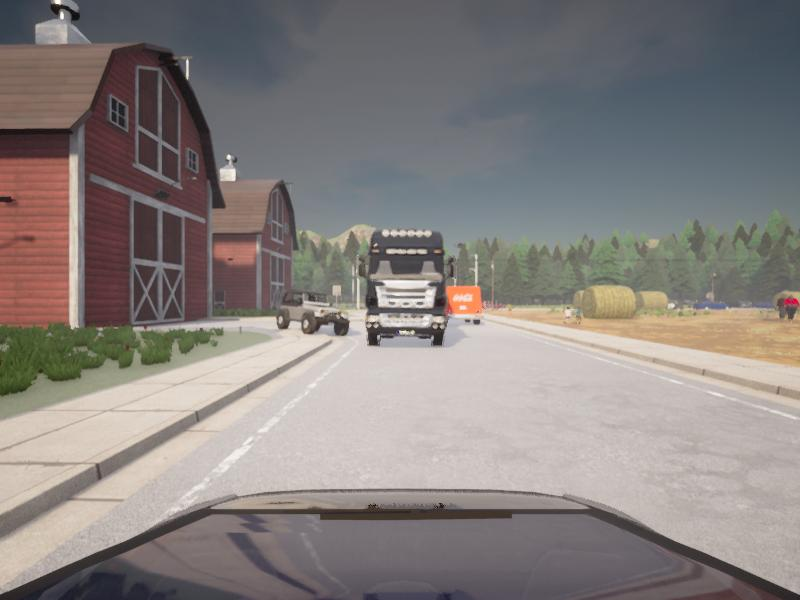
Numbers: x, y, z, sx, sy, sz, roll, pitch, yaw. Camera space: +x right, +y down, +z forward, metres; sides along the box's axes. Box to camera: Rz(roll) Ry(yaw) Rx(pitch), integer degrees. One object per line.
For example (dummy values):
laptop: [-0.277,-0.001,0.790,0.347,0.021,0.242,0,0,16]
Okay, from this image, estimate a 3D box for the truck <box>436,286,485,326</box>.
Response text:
truck: [3.895,0.364,26.932,2.627,2.467,5.204,0,0,1]

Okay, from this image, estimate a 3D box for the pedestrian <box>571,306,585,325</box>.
pedestrian: [10.234,0.873,23.023,0.500,1.100,0.500,0,0,-13]

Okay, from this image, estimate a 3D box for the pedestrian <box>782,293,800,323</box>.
pedestrian: [24.612,0.491,25.208,0.751,1.860,0.751,0,0,39]

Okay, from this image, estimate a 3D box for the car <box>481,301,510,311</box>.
car: [15.041,0.903,63.121,4.193,1.474,1.816,0,0,2]

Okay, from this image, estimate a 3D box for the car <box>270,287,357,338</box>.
car: [-3.902,0.494,17.613,1.905,1.878,3.866,8,-3,-41]

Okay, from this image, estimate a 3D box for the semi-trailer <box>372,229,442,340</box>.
semi-trailer: [0.412,-0.657,23.265,2.717,4.402,14.254,1,0,1]

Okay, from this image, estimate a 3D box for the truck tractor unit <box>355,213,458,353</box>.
truck tractor unit: [0.251,-0.529,15.348,3.053,4.208,6.516,1,0,1]

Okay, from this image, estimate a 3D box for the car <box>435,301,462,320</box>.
car: [3.986,0.826,33.442,1.789,1.549,3.705,0,0,1]

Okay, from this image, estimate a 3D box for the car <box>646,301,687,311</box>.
car: [41.365,0.875,62.265,4.974,1.542,2.038,0,0,2]

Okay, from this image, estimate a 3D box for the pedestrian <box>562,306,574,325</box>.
pedestrian: [9.622,0.873,22.897,0.500,1.100,0.500,0,0,2]
